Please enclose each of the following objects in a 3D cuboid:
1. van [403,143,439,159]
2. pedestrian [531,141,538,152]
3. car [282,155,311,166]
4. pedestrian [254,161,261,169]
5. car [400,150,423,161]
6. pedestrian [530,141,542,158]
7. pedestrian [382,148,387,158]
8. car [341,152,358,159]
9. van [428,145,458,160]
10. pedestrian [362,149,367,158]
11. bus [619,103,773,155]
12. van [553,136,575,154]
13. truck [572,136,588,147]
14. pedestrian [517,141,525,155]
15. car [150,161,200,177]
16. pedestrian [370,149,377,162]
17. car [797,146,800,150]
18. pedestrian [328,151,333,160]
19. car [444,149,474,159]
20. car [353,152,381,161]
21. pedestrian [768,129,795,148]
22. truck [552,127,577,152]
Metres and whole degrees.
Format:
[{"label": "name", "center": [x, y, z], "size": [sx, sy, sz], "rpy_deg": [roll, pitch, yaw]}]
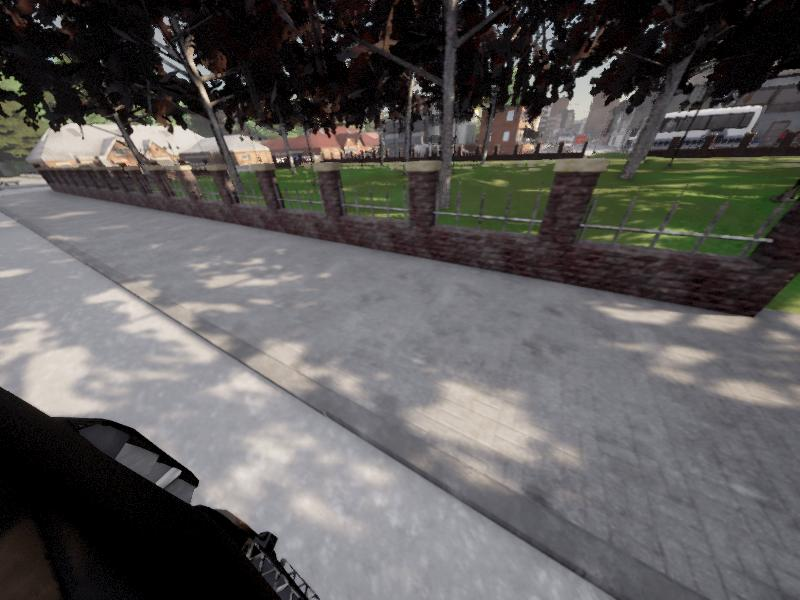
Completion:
[{"label": "van", "center": [4.066, -28.646, 44.485], "size": [6.366, 2.431, 2.351], "rpy_deg": [16, 38, 25]}, {"label": "pedestrian", "center": [25.803, -29.435, 44.305], "size": [0.751, 1.860, 0.751], "rpy_deg": [16, 38, 25]}, {"label": "car", "center": [-20.580, -27.929, 46.061], "size": [1.882, 1.535, 5.008], "rpy_deg": [16, 38, 26]}, {"label": "pedestrian", "center": [-21.850, -20.678, 35.425], "size": [0.500, 1.100, 0.500], "rpy_deg": [16, 38, 26]}, {"label": "car", "center": [2.037, -26.205, 41.780], "size": [3.633, 1.501, 1.845], "rpy_deg": [15, 37, 25]}, {"label": "pedestrian", "center": [18.464, -20.405, 31.302], "size": [0.751, 1.860, 0.751], "rpy_deg": [25, 43, 35]}, {"label": "pedestrian", "center": [-3.442, -33.391, 52.444], "size": [0.751, 1.860, 0.751], "rpy_deg": [20, 40, 30]}, {"label": "car", "center": [-13.667, -39.273, 62.739], "size": [1.994, 1.385, 4.181], "rpy_deg": [16, 38, 26]}, {"label": "van", "center": [7.205, -24.891, 39.005], "size": [4.442, 1.987, 1.775], "rpy_deg": [14, 37, 24]}, {"label": "pedestrian", "center": [-8.986, -37.514, 59.095], "size": [0.751, 1.860, 0.751], "rpy_deg": [22, 41, 33]}, {"label": "bus", "center": [34.950, -20.656, 28.514], "size": [10.273, 4.253, 3.944], "rpy_deg": [16, 38, 26]}, {"label": "van", "center": [28.342, -26.853, 39.970], "size": [2.351, 2.431, 6.366], "rpy_deg": [16, 38, 25]}, {"label": "truck", "center": [48.994, -43.310, 63.112], "size": [2.627, 2.467, 5.204], "rpy_deg": [16, 38, 26]}, {"label": "pedestrian", "center": [20.549, -25.751, 39.163], "size": [0.751, 1.860, 0.751], "rpy_deg": [13, 37, 23]}, {"label": "car", "center": [-33.286, -19.583, 34.354], "size": [2.242, 1.667, 4.611], "rpy_deg": [16, 38, 26]}, {"label": "pedestrian", "center": [-4.637, -24.987, 39.922], "size": [0.751, 1.860, 0.751], "rpy_deg": [16, 38, 25]}, {"label": "car", "center": [46.107, -16.429, 23.861], "size": [4.674, 1.442, 1.812], "rpy_deg": [16, 38, 26]}, {"label": "pedestrian", "center": [-17.780, -37.002, 59.149], "size": [0.751, 1.860, 0.751], "rpy_deg": [14, 37, 23]}, {"label": "car", "center": [10.453, -26.157, 41.288], "size": [4.718, 1.301, 1.895], "rpy_deg": [18, 39, 28]}, {"label": "car", "center": [-6.623, -28.803, 46.456], "size": [5.357, 1.411, 2.033], "rpy_deg": [18, 39, 28]}, {"label": "pedestrian", "center": [46.729, -19.843, 28.337], "size": [0.751, 1.860, 0.751], "rpy_deg": [19, 39, 29]}, {"label": "truck", "center": [34.295, -33.553, 48.325], "size": [2.891, 3.827, 8.468], "rpy_deg": [16, 38, 26]}]
